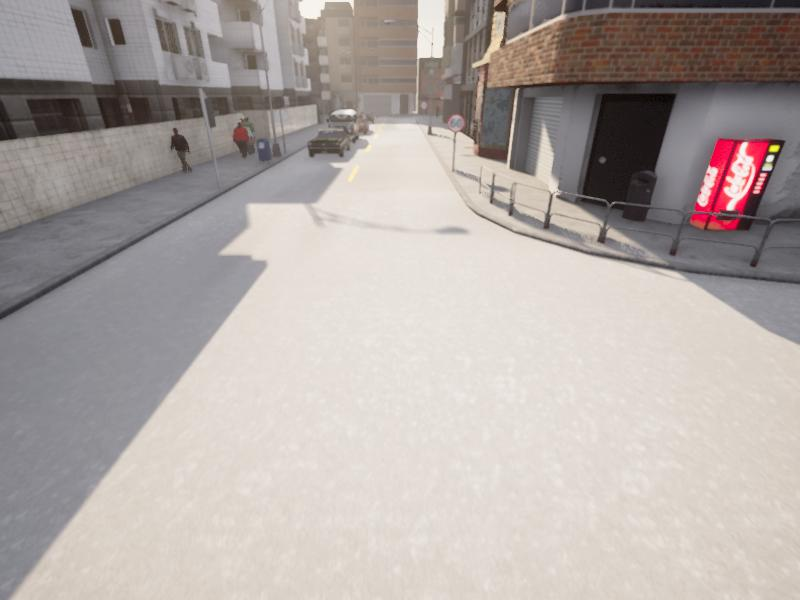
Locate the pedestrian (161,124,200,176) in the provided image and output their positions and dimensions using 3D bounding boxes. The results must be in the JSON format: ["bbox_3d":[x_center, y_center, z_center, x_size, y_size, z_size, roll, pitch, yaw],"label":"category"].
[{"bbox_3d":[-8.723,-5.968,15.953,0.751,1.860,0.751,0,27,-1],"label":"pedestrian"}]

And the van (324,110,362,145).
[{"bbox_3d":[-3.980,-12.453,28.683,2.069,2.038,4.480,0,27,0],"label":"van"}]

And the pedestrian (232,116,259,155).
[{"bbox_3d":[-8.381,-8.931,21.731,0.751,1.860,0.751,12,29,22],"label":"pedestrian"}]

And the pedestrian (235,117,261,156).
[{"bbox_3d":[-8.054,-8.691,21.263,0.751,1.860,0.751,5,28,11],"label":"pedestrian"}]

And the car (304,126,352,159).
[{"bbox_3d":[-3.983,-9.074,22.909,1.895,1.301,4.718,0,27,0],"label":"car"}]

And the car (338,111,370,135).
[{"bbox_3d":[-3.964,-15.723,35.463,2.242,1.667,4.611,0,27,0],"label":"car"}]

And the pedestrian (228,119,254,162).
[{"bbox_3d":[-7.685,-7.741,19.410,0.751,1.860,0.751,-5,28,-10],"label":"pedestrian"}]

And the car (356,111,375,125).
[{"bbox_3d":[-4.050,-21.705,47.540,1.895,1.301,4.718,0,27,-1],"label":"car"}]
